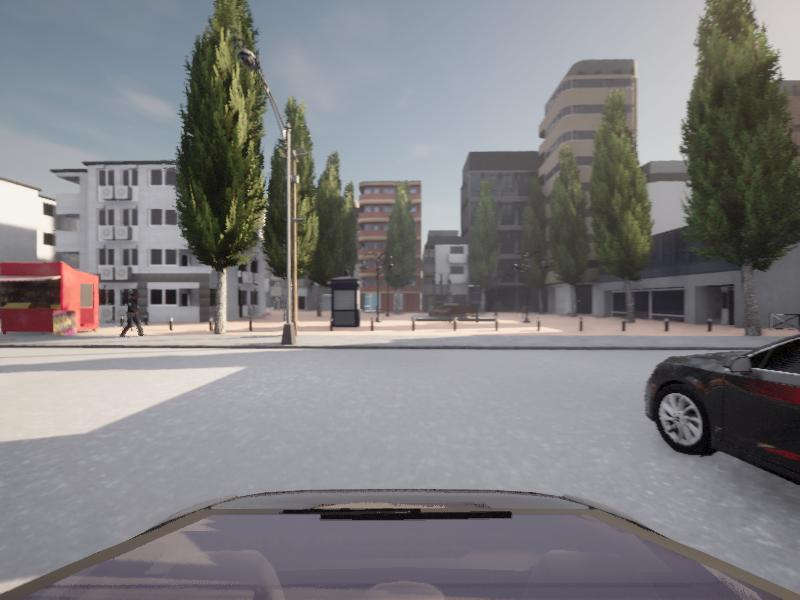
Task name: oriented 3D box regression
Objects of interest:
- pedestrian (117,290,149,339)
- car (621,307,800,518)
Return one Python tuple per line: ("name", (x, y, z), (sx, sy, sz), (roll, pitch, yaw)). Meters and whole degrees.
("pedestrian", (-10.518, 0.552, 15.789), (0.751, 1.860, 0.751), (0, 0, -2))
("car", (3.842, 0.843, 2.690), (1.837, 1.490, 4.892), (0, 0, -3))
